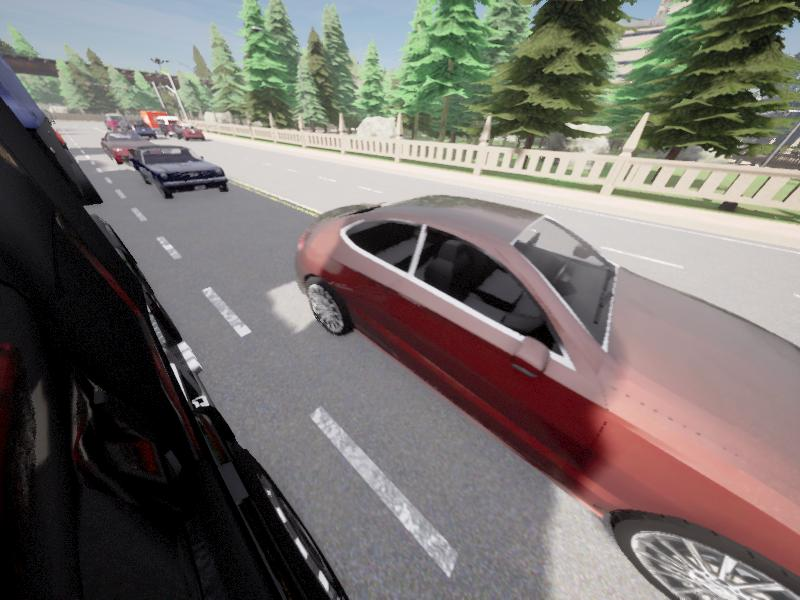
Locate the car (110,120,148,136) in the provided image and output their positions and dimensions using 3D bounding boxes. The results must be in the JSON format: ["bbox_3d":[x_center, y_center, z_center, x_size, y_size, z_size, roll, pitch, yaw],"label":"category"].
[{"bbox_3d":[-33.217,-21.076,28.311,5.357,1.411,2.033,28,44,30],"label":"car"}]

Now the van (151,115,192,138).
[{"bbox_3d":[-28.262,-21.422,28.565,4.480,2.038,2.069,28,44,30],"label":"van"}]

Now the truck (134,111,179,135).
[{"bbox_3d":[-33.558,-24.450,31.880,5.204,2.467,2.627,28,44,30],"label":"truck"}]

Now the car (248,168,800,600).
[{"bbox_3d":[0.928,-0.048,2.436,5.027,1.651,2.152,28,44,30],"label":"car"}]

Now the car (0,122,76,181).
[{"bbox_3d":[-16.092,-6.464,9.827,5.238,1.638,1.930,28,44,30],"label":"car"}]

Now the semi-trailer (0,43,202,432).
[{"bbox_3d":[-8.693,-3.622,4.214,14.254,4.402,2.717,28,44,30],"label":"semi-trailer"}]

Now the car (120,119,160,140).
[{"bbox_3d":[-28.045,-18.380,24.894,3.988,1.617,1.851,28,44,30],"label":"car"}]

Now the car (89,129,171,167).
[{"bbox_3d":[-15.018,-8.518,12.846,4.181,1.385,1.994,27,43,29],"label":"car"}]

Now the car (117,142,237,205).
[{"bbox_3d":[-8.201,-4.826,8.452,4.718,1.301,1.895,28,44,30],"label":"car"}]

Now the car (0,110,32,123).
[{"bbox_3d":[-67.235,-31.116,39.193,2.033,1.649,4.856,29,44,30],"label":"car"}]

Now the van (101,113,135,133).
[{"bbox_3d":[-38.638,-24.234,31.655,4.442,1.987,1.775,28,44,30],"label":"van"}]

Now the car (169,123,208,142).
[{"bbox_3d":[-23.495,-18.626,25.635,3.806,1.475,1.970,28,44,29],"label":"car"}]

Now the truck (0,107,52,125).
[{"bbox_3d":[-63.554,-30.538,38.277,2.390,2.098,6.274,28,44,30],"label":"truck"}]

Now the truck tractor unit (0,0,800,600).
[{"bbox_3d":[-2.645,-0.295,0.351,6.516,4.208,3.053,28,44,30],"label":"truck tractor unit"}]

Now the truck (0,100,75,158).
[{"bbox_3d":[-22.256,-10.124,13.575,5.204,2.467,2.627,28,44,30],"label":"truck"}]
